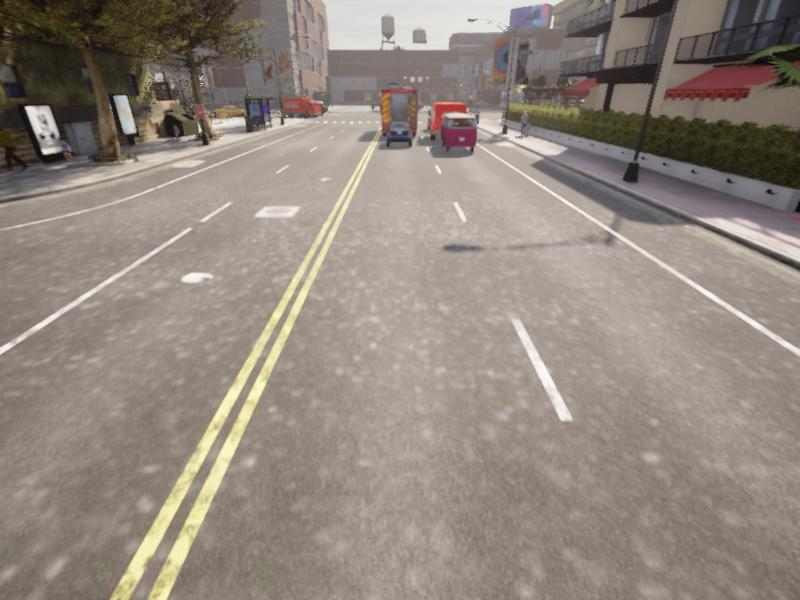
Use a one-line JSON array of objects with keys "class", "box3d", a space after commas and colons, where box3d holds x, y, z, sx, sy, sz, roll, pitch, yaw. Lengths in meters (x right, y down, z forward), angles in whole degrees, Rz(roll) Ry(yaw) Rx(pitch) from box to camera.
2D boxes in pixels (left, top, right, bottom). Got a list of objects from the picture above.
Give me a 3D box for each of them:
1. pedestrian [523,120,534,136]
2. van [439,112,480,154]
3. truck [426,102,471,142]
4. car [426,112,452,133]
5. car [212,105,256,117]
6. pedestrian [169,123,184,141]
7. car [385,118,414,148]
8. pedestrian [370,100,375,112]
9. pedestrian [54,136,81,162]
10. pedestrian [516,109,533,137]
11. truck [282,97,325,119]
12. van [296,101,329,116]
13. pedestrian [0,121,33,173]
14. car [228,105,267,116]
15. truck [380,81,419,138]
[{"class": "pedestrian", "box3d": [9.768, -13.075, 30.392, 0.500, 1.100, 0.500, 0, 27, 1]}, {"class": "van", "box3d": [3.464, -10.197, 24.213, 1.775, 1.987, 4.442, 0, 27, 0]}, {"class": "truck", "box3d": [3.456, -13.302, 29.706, 2.627, 2.467, 5.204, 0, 27, 0]}, {"class": "car", "box3d": [3.447, -16.223, 36.461, 1.970, 1.475, 3.806, 0, 27, 0]}, {"class": "car", "box3d": [-23.987, -27.310, 57.850, 5.366, 1.575, 1.801, 0, 27, 0]}, {"class": "pedestrian", "box3d": [-15.118, -11.378, 27.053, 0.500, 1.100, 0.500, 1, 27, 1]}, {"class": "car", "box3d": [-0.039, -11.070, 26.374, 1.789, 1.549, 3.705, 0, 27, 0]}, {"class": "pedestrian", "box3d": [-4.884, -34.922, 71.921, 0.751, 1.860, 0.751, 2, 27, 3]}, {"class": "pedestrian", "box3d": [-15.405, -6.996, 18.550, 0.500, 1.100, 0.500, 0, 27, -1]}, {"class": "pedestrian", "box3d": [9.177, -13.087, 29.585, 0.751, 1.860, 0.751, -2, 27, -5]}, {"class": "truck", "box3d": [-13.569, -26.952, 56.124, 5.204, 2.467, 2.627, 14, 29, 23]}, {"class": "van", "box3d": [-13.228, -29.086, 60.779, 4.480, 2.038, 2.069, 0, 27, 0]}, {"class": "pedestrian", "box3d": [-15.816, -6.167, 16.112, 0.751, 1.860, 0.751, 11, 29, 20]}, {"class": "car", "box3d": [-23.170, -28.866, 60.978, 4.902, 1.511, 2.128, 0, 27, 0]}, {"class": "truck", "box3d": [-0.044, -16.164, 33.779, 2.891, 3.827, 8.468, 0, 27, 0]}]
